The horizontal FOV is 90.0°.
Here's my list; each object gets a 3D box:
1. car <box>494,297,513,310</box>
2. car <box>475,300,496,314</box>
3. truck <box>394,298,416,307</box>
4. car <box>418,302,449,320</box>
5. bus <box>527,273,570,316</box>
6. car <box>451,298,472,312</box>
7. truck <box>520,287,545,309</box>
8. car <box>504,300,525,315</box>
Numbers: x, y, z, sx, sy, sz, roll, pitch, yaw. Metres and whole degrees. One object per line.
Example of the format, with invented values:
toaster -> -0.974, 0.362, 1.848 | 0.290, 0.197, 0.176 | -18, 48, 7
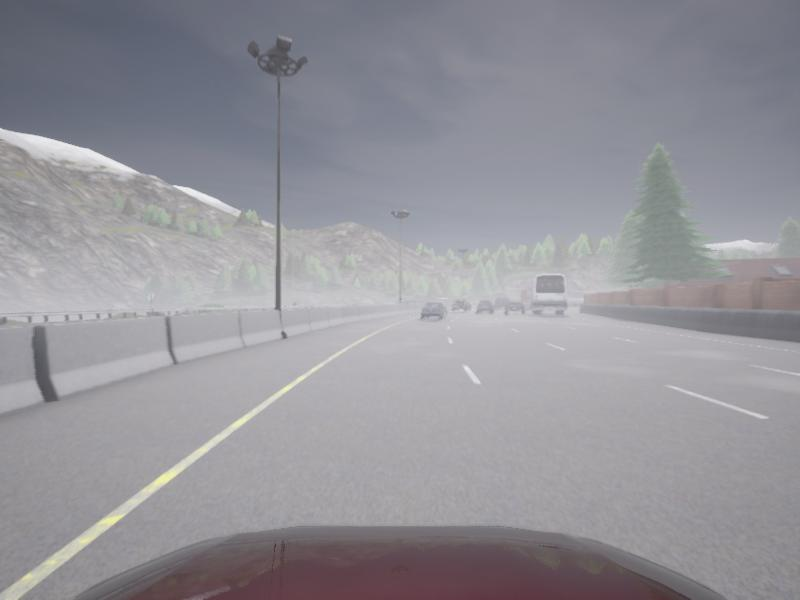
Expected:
car -> 17.173, 0.574, 66.350 | 2.150, 2.045, 5.566 | 0, -1, 25
car -> 10.696, 0.786, 49.658 | 2.033, 1.649, 4.856 | 0, 0, 18
truck -> 1.186, 0.542, 88.781 | 2.390, 2.098, 6.274 | 0, 0, 28
car -> 2.957, 0.897, 34.273 | 2.033, 1.411, 5.357 | 0, 0, 12
bus -> 16.446, -0.526, 45.117 | 3.944, 4.253, 10.273 | 0, 0, 17
car -> 8.363, 0.659, 53.891 | 1.932, 1.855, 4.605 | -1, 0, 20
truck -> 24.083, -0.309, 72.312 | 2.891, 3.827, 8.468 | 0, 0, 28
car -> 13.428, 0.789, 46.770 | 2.152, 1.651, 5.027 | 0, 0, 17
